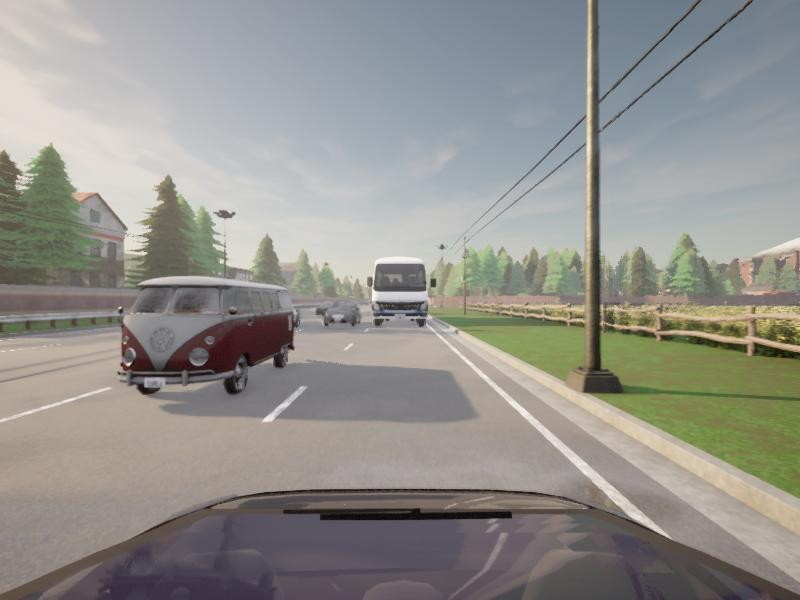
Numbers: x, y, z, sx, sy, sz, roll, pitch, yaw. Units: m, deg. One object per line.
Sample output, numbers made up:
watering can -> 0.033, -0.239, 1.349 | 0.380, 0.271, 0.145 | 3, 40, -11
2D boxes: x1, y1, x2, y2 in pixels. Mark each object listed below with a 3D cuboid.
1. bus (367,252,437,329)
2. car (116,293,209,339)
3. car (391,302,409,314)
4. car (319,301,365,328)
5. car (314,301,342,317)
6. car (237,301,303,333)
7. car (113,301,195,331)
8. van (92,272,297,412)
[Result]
bus -> 0.120, -0.527, 27.460 | 3.944, 4.253, 10.273 | 0, 0, 0
car -> -10.502, 0.650, 18.084 | 1.905, 1.878, 3.866 | 0, 0, 0
car -> -0.001, 0.955, 46.760 | 1.895, 1.301, 4.718 | 0, 0, 0
car -> -3.500, 0.841, 24.992 | 2.128, 1.511, 4.902 | 0, 0, 0
car -> -7.000, 0.832, 39.597 | 1.882, 1.535, 5.008 | 0, 0, 0
car -> -7.000, 0.829, 22.156 | 2.038, 1.542, 4.974 | 0, 0, 0
car -> -14.000, 0.834, 23.152 | 2.007, 1.525, 4.514 | 0, 0, 0
van -> -3.500, 0.601, 7.926 | 1.775, 1.987, 4.442 | 0, 0, 0
